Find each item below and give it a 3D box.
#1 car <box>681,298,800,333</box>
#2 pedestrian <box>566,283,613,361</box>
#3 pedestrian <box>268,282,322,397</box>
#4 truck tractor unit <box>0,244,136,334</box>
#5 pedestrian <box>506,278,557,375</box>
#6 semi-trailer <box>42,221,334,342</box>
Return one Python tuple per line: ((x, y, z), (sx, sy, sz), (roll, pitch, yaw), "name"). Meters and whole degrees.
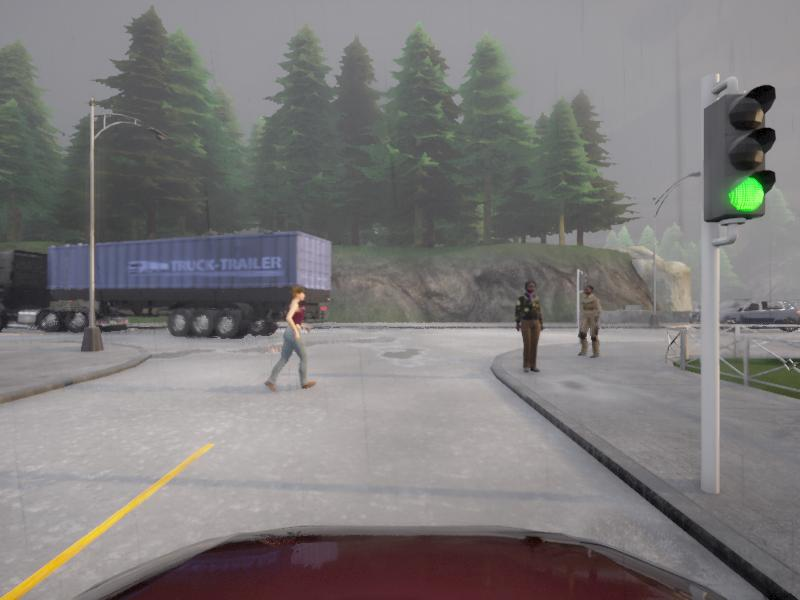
((17.319, 0.758, 20.263), (4.611, 1.667, 2.242), (0, 0, 0), "car")
((4.713, 0.525, 9.975), (0.751, 1.860, 0.751), (0, 0, -28), "pedestrian")
((-1.841, 0.637, 6.997), (0.751, 1.860, 0.751), (0, 0, -29), "pedestrian")
((-17.596, -0.523, 20.187), (6.516, 4.208, 3.053), (0, 0, 1), "truck tractor unit")
((2.632, 0.516, 8.060), (0.751, 1.860, 0.751), (0, 0, -4), "pedestrian")
((-10.012, -0.630, 18.184), (14.254, 4.402, 2.717), (0, -1, 19), "semi-trailer")
